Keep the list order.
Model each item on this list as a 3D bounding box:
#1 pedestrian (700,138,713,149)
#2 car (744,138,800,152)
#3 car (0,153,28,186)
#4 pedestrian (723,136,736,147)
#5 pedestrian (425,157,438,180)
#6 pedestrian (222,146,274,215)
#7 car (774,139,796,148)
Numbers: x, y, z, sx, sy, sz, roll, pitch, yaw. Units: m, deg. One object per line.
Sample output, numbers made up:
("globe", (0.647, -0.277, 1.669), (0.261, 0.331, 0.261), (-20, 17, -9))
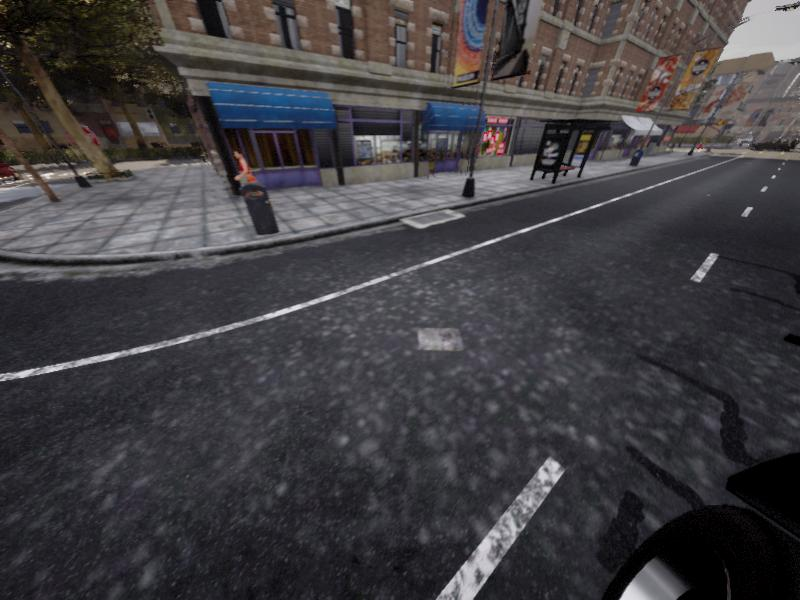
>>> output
("pedestrian", (60.557, -31.012, 45.709), (0.751, 1.860, 0.751), (-27, 43, -32))
("car", (61.111, -25.470, 37.881), (1.932, 1.855, 4.605), (-9, 37, -12))
("car", (-25.187, -7.773, 13.787), (1.789, 1.549, 3.705), (-23, 41, -29))
("pedestrian", (72.235, -34.720, 50.605), (0.751, 1.860, 0.751), (-22, 41, -28))
("pedestrian", (1.836, -7.798, 13.685), (0.500, 1.100, 0.500), (-20, 40, -26))
("pedestrian", (-4.880, -3.859, 7.497), (0.751, 1.860, 0.751), (-25, 42, -31))
("car", (81.697, -33.212, 49.055), (4.674, 1.442, 1.812), (-22, 41, -28))
